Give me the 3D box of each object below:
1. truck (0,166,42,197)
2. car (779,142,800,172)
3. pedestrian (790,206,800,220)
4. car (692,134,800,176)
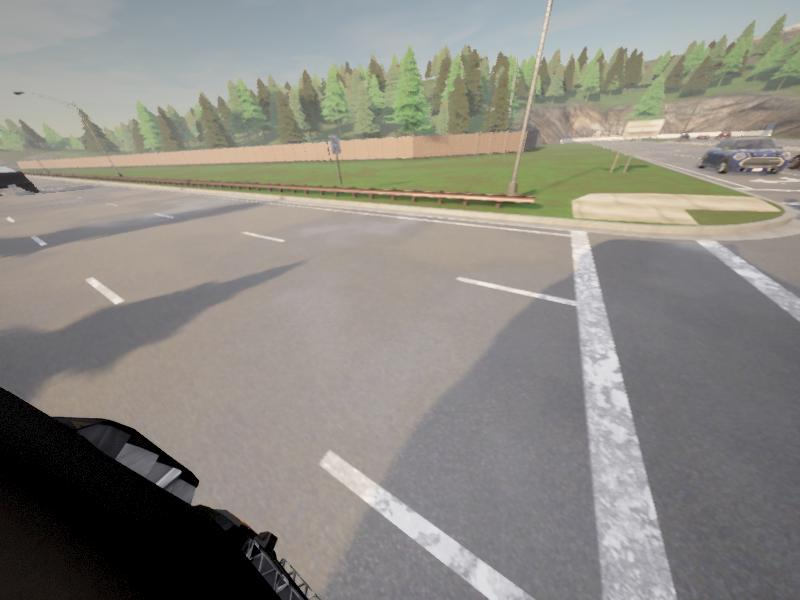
[{"bbox_3d":[-35.375,-10.651,20.605,6.274,2.098,2.390,16,38,26],"label":"truck"},{"bbox_3d":[22.813,-7.416,11.779,1.851,1.617,3.988,16,38,26],"label":"car"},{"bbox_3d":[11.147,-2.845,5.586,0.751,1.860,0.751,14,38,24],"label":"pedestrian"},{"bbox_3d":[19.866,-8.442,13.365,2.097,1.767,4.553,16,38,26],"label":"car"}]
